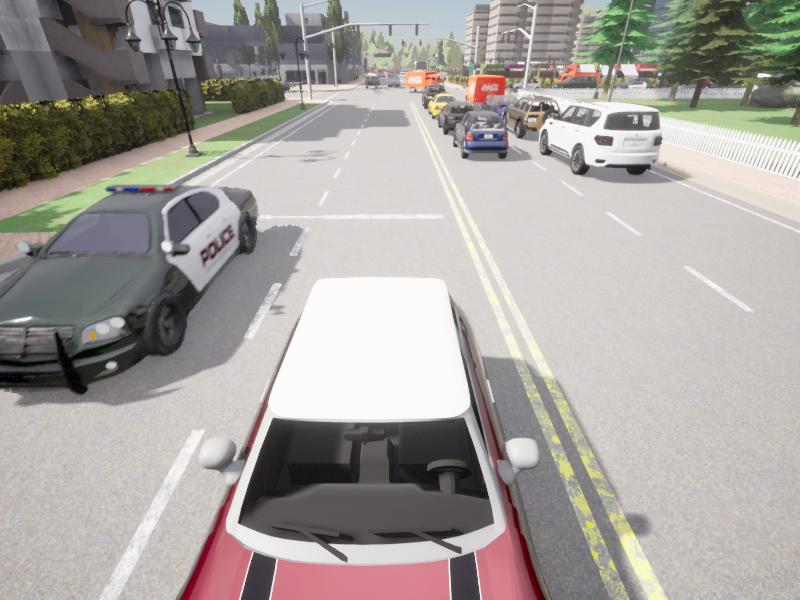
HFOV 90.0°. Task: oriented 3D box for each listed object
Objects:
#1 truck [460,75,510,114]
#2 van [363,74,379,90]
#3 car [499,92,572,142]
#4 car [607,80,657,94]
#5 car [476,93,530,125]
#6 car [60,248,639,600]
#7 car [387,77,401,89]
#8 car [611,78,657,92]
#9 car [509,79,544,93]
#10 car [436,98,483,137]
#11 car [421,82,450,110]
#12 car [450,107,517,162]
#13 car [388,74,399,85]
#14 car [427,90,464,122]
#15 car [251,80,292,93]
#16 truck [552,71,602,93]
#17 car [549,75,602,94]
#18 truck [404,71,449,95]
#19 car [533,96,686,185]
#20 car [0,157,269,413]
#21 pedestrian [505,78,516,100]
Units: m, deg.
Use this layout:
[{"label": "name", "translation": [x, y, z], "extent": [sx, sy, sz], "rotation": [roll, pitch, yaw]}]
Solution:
[{"label": "truck", "translation": [6.435, -16.071, 31.102], "extent": [2.627, 2.467, 5.204], "rotation": [0, 30, -1]}, {"label": "van", "translation": [-4.479, -33.987, 62.218], "extent": [2.069, 2.038, 4.480], "rotation": [0, 30, -1]}, {"label": "car", "translation": [6.585, -9.308, 20.104], "extent": [1.932, 1.855, 4.605], "rotation": [0, 30, -1]}, {"label": "car", "translation": [29.871, -27.539, 51.683], "extent": [4.974, 1.542, 2.038], "rotation": [-1, 30, -2]}, {"label": "car", "translation": [6.509, -12.429, 25.843], "extent": [2.163, 1.488, 4.792], "rotation": [0, 30, -1]}, {"label": "car", "translation": [-0.172, 1.065, 2.755], "extent": [1.970, 1.475, 3.806], "rotation": [0, 30, 0]}, {"label": "car", "translation": [-1.005, -34.855, 64.259], "extent": [2.163, 1.488, 4.792], "rotation": [0, 30, -1]}, {"label": "car", "translation": [31.967, -29.393, 54.745], "extent": [4.856, 1.649, 2.033], "rotation": [-1, 30, -2]}, {"label": "car", "translation": [17.075, -29.140, 54.347], "extent": [3.988, 1.617, 1.851], "rotation": [0, 30, 0]}, {"label": "car", "translation": [3.067, -9.827, 21.392], "extent": [1.816, 1.474, 4.193], "rotation": [0, 30, -1]}, {"label": "car", "translation": [2.907, -17.074, 33.405], "extent": [1.932, 1.855, 4.605], "rotation": [0, 30, -1]}, {"label": "car", "translation": [3.143, -6.676, 15.915], "extent": [1.789, 1.549, 3.705], "rotation": [0, 30, -1]}, {"label": "car", "translation": [-1.170, -42.192, 76.519], "extent": [2.097, 1.767, 4.553], "rotation": [0, 30, -1]}, {"label": "car", "translation": [2.988, -13.393, 27.396], "extent": [1.801, 1.575, 5.366], "rotation": [0, 30, -1]}, {"label": "car", "translation": [-17.062, -28.441, 53.299], "extent": [4.674, 1.442, 1.812], "rotation": [-2, 30, -3]}, {"label": "truck", "translation": [23.864, -29.596, 54.285], "extent": [5.204, 2.467, 2.627], "rotation": [-1, 30, -2]}, {"label": "car", "translation": [22.425, -27.625, 51.316], "extent": [5.566, 2.045, 2.150], "rotation": [-1, 30, -2]}, {"label": "truck", "translation": [3.297, -27.793, 51.176], "extent": [5.204, 2.467, 2.627], "rotation": [26, 39, 37]}, {"label": "car", "translation": [6.668, -5.725, 13.800], "extent": [2.150, 2.045, 5.566], "rotation": [0, 30, -1]}, {"label": "car", "translation": [-3.723, -0.779, 5.833], "extent": [2.038, 1.542, 4.974], "rotation": [0, 30, -1]}, {"label": "pedestrian", "translation": [10.724, -20.474, 38.899], "extent": [0.751, 1.860, 0.751], "rotation": [5, 31, 9]}]
